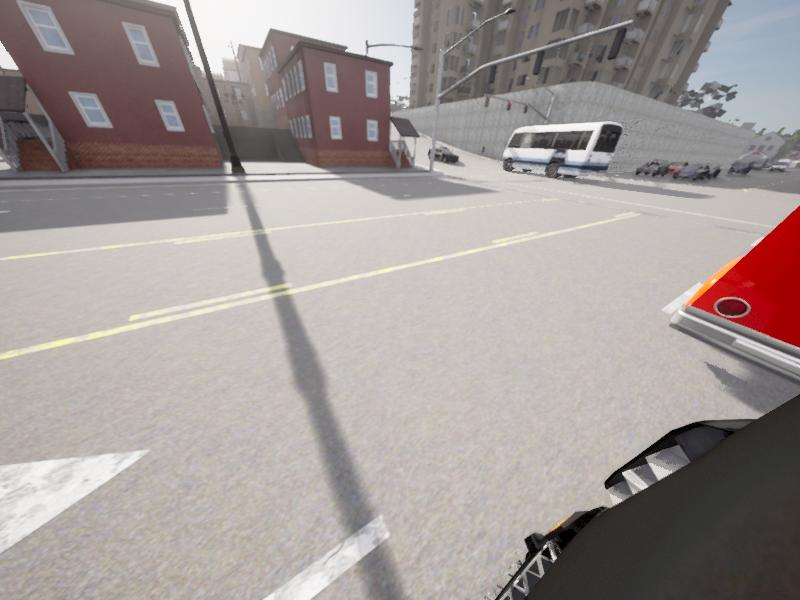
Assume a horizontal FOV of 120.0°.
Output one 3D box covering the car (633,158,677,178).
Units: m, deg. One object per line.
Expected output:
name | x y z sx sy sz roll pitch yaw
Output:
car | 31.657 -16.451 28.736 4.605 1.855 1.932 -16 38 -26

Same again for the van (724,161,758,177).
van | 53.795 -20.740 36.459 4.442 1.987 1.775 -16 38 -26

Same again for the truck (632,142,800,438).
truck | 6.093 -0.327 2.511 5.204 2.467 2.627 -14 37 -23

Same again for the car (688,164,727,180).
car | 38.580 -16.088 28.953 3.633 1.501 1.845 -16 38 -26

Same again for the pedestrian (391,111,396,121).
pedestrian | -1.567 -43.939 55.244 0.751 1.860 0.751 -18 39 -27

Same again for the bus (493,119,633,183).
bus | 14.844 -14.703 22.911 3.944 4.253 10.273 -10 36 -19

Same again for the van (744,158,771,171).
van | 87.852 -33.237 56.755 5.915 2.561 1.988 -16 38 -26

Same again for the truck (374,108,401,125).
truck | -4.294 -61.638 77.674 8.468 3.827 2.891 -16 38 -25

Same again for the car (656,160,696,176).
car | 38.321 -18.373 32.106 4.553 1.767 2.097 -16 38 -26

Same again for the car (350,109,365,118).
car | -10.290 -44.829 55.580 1.895 1.301 4.718 -16 44 -26

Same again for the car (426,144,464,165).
car | 5.817 -19.339 30.627 1.930 1.638 5.238 -16 44 -26

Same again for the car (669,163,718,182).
car | 33.573 -14.655 26.409 4.856 1.649 2.033 -16 38 -26

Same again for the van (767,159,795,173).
van | 89.042 -31.333 53.992 5.915 2.561 1.988 -16 38 -26

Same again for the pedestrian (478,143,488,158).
pedestrian | 13.179 -23.704 36.618 0.751 1.860 0.751 -16 38 -25
